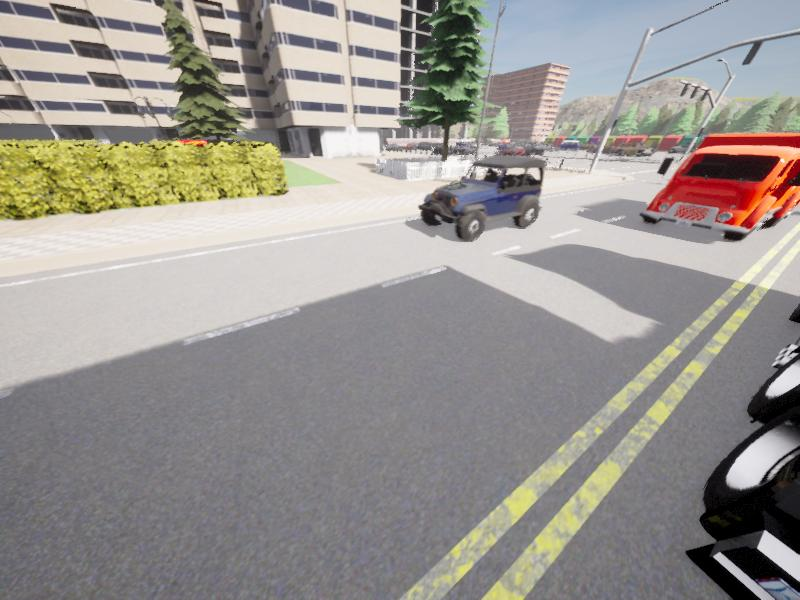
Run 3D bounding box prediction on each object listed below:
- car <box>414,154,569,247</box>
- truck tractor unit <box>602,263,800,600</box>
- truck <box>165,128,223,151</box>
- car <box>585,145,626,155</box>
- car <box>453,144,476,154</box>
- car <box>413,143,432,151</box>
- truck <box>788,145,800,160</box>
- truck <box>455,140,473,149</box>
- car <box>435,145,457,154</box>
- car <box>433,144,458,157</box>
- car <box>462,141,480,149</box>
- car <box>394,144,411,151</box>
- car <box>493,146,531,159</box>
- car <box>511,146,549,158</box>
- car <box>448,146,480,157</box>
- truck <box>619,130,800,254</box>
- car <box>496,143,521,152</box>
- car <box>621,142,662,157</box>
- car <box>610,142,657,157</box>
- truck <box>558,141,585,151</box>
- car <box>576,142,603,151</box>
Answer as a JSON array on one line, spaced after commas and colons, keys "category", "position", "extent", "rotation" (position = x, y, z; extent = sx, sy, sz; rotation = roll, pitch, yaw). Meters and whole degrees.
[{"category": "car", "position": [2.590, -3.146, 6.888], "extent": [3.866, 1.878, 1.905], "rotation": [-18, 39, -24]}, {"category": "truck tractor unit", "position": [5.106, -0.306, 0.779], "extent": [6.516, 4.208, 3.053], "rotation": [-18, 39, -24]}, {"category": "truck", "position": [-45.368, -35.662, 51.409], "extent": [8.468, 3.827, 2.891], "rotation": [-18, 39, -24]}, {"category": "car", "position": [38.904, -28.641, 43.979], "extent": [2.033, 1.415, 5.357], "rotation": [-18, 39, -24]}, {"category": "car", "position": [13.271, -31.462, 48.056], "extent": [1.812, 1.442, 4.674], "rotation": [-18, 39, -24]}, {"category": "car", "position": [5.752, -38.871, 58.683], "extent": [2.033, 1.411, 5.357], "rotation": [-18, 39, -24]}, {"category": "truck", "position": [62.947, -22.788, 35.109], "extent": [5.204, 2.467, 2.627], "rotation": [-17, 38, -23]}, {"category": "truck", "position": [17.787, -43.477, 64.540], "extent": [2.069, 2.038, 4.478], "rotation": [-18, 39, -24]}, {"category": "car", "position": [9.403, -31.239, 47.833], "extent": [1.895, 1.301, 4.718], "rotation": [-18, 39, -24]}, {"category": "car", "position": [7.622, -25.158, 38.808], "extent": [1.851, 1.617, 3.988], "rotation": [-18, 39, -24]}, {"category": "car", "position": [20.261, -44.250, 65.837], "extent": [1.932, 1.855, 4.605], "rotation": [-18, 39, -24]}, {"category": "car", "position": [0.551, -36.002, 54.602], "extent": [1.895, 1.301, 4.718], "rotation": [-18, 39, -24]}, {"category": "car", "position": [17.480, -23.335, 36.381], "extent": [2.163, 1.488, 4.792], "rotation": [-18, 39, -24]}, {"category": "car", "position": [20.827, -24.033, 37.363], "extent": [1.882, 1.535, 5.008], "rotation": [-18, 38, -24]}, {"category": "car", "position": [10.940, -25.775, 39.909], "extent": [2.033, 1.411, 5.357], "rotation": [-18, 39, -24]}, {"category": "truck", "position": [10.054, -3.500, 6.965], "extent": [5.204, 2.467, 2.627], "rotation": [-18, 39, -25]}, {"category": "car", "position": [25.307, -35.787, 54.017], "extent": [2.242, 1.667, 4.611], "rotation": [-18, 39, -24]}, {"category": "car", "position": [39.765, -24.866, 38.154], "extent": [1.905, 1.878, 3.866], "rotation": [-18, 39, -24]}, {"category": "car", "position": [37.230, -24.081, 36.999], "extent": [1.932, 1.855, 4.605], "rotation": [-18, 39, -24]}, {"category": "truck", "position": [40.901, -36.850, 55.213], "extent": [2.069, 2.038, 4.478], "rotation": [-18, 39, -24]}, {"category": "car", "position": [47.994, -39.115, 58.692], "extent": [1.932, 1.855, 4.605], "rotation": [-18, 39, -24]}]
